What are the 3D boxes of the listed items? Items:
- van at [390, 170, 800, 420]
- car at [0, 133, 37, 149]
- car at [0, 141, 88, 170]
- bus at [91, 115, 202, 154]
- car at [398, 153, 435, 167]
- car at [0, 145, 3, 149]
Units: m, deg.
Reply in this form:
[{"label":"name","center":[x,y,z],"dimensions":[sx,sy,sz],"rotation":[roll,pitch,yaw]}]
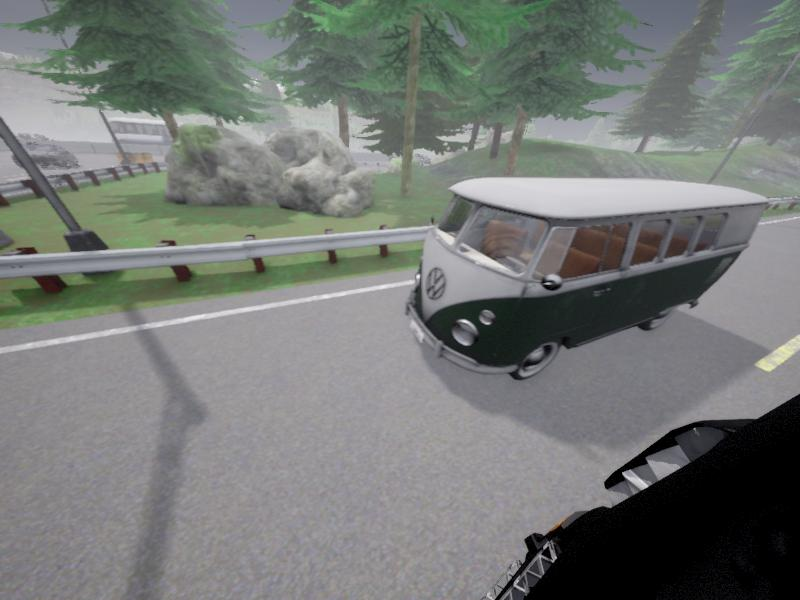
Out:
[{"label":"van","center":[2.275,-0.515,3.124],"dimensions":[4.442,1.987,1.775],"rotation":[-11,36,-20]},{"label":"car","center":[-54.787,-21.877,31.684],"dimensions":[4.856,1.649,2.033],"rotation":[-11,36,-20]},{"label":"car","center":[-24.057,-9.851,15.819],"dimensions":[2.033,1.411,5.357],"rotation":[-21,38,-34]},{"label":"bus","center":[-39.096,-25.923,36.591],"dimensions":[10.273,4.253,3.944],"rotation":[-10,36,-20]},{"label":"car","center":[2.354,-20.400,33.702],"dimensions":[4.974,1.542,2.038],"rotation":[-11,36,-20]},{"label":"car","center":[-54.903,-19.941,28.364],"dimensions":[5.566,2.045,2.150],"rotation":[-11,36,-20]}]
